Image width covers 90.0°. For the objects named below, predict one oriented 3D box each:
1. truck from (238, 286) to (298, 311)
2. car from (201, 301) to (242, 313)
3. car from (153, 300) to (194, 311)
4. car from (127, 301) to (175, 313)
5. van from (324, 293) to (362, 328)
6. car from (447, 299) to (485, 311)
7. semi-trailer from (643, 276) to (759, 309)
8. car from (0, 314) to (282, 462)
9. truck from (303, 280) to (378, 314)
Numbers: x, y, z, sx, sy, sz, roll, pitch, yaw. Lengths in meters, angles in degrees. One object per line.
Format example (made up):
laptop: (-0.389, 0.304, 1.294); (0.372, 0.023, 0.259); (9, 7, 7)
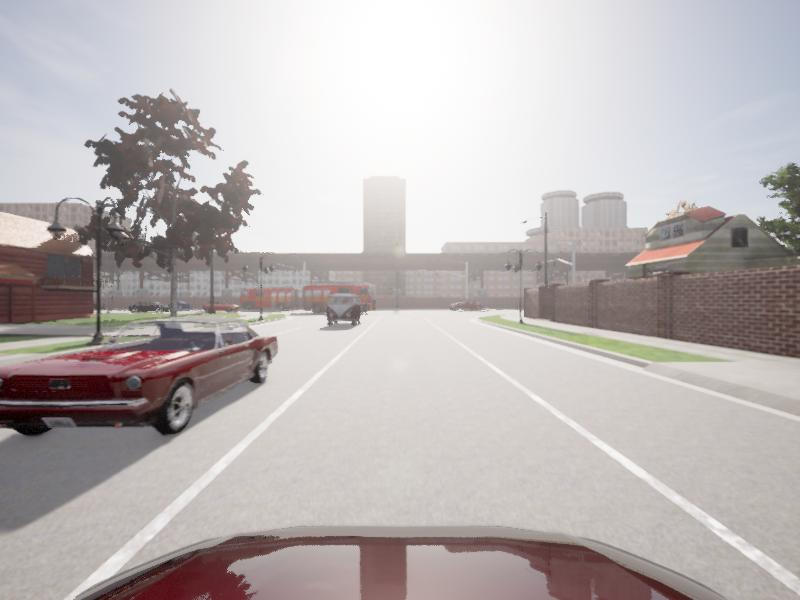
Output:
truck: (-20.654, -0.299, 62.983); (8.468, 3.827, 2.891); (0, 0, 1)
car: (-23.417, 0.847, 52.543); (4.514, 1.525, 2.007); (0, 0, 2)
car: (-33.800, 0.844, 59.813); (5.008, 1.535, 1.882); (0, 0, 1)
car: (-30.583, 0.863, 49.226); (4.892, 1.490, 1.837); (0, 0, 1)
van: (-3.518, 0.608, 25.367); (1.775, 1.987, 4.442); (0, 0, 0)
car: (9.478, 0.769, 57.550); (5.027, 1.651, 2.152); (0, 0, -14)
semi-trailer: (42.885, -1.006, 57.296); (14.254, 4.402, 2.717); (-1, 0, 2)
car: (-3.502, 0.946, 6.309); (1.895, 1.301, 4.718); (0, 0, 0)
truck: (-7.079, -0.311, 47.825); (8.468, 3.827, 2.891); (0, -1, 13)
